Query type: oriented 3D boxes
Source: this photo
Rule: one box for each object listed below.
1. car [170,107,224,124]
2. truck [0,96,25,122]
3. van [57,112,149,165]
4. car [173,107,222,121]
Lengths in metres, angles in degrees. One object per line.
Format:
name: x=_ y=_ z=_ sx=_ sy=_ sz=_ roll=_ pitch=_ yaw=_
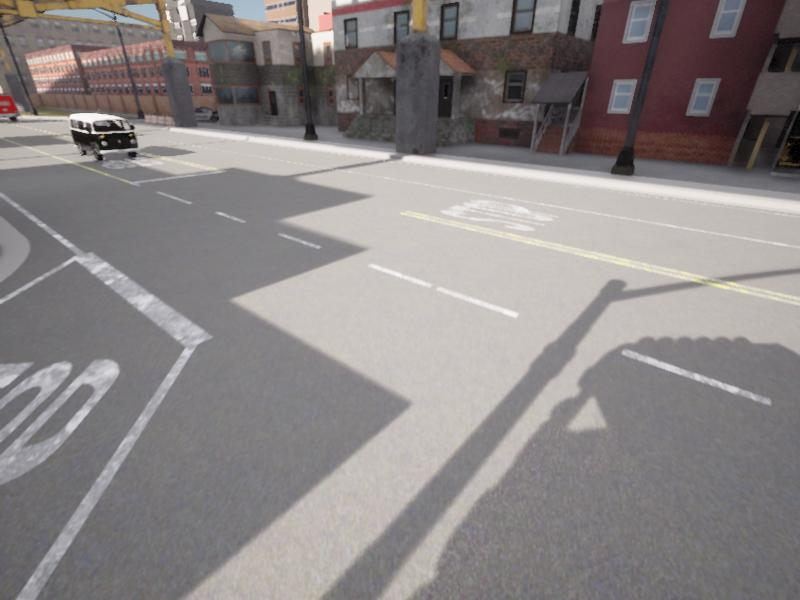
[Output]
car: x=-22.038 y=-20.189 z=43.735 sx=4.974 sy=1.542 sz=2.038 roll=-9 pitch=29 yaw=-18
truck: x=-44.029 y=-20.511 z=43.018 sx=5.204 sy=2.467 sz=2.627 roll=8 pitch=28 yaw=18
van: x=-14.977 y=-8.245 z=20.155 sx=4.480 sy=2.038 sz=2.069 roll=22 pitch=34 yaw=35
car: x=-21.988 y=-20.337 z=43.679 sx=4.536 sy=1.218 sz=1.853 roll=-9 pitch=29 yaw=-18
